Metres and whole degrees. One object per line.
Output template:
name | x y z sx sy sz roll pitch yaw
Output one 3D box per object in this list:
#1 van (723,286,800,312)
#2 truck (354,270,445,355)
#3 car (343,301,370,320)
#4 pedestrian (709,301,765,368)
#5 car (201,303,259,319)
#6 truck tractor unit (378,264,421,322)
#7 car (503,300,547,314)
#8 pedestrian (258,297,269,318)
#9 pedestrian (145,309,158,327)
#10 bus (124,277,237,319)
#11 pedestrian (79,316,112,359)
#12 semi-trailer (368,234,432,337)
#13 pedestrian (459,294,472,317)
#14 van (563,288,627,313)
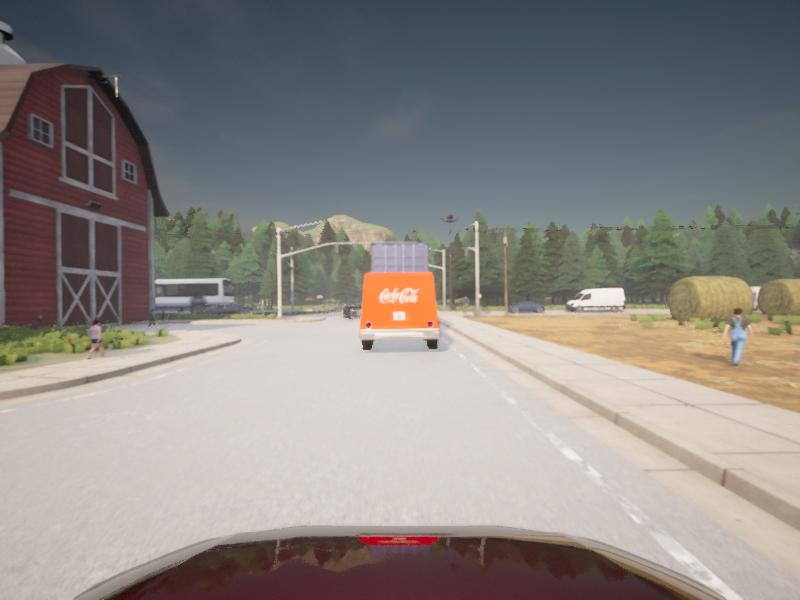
van | 35.995 -0.078 39.417 6.366 2.431 2.351 -1 0 1
truck | -0.016 0.369 14.373 2.627 2.467 5.204 -1 0 0
car | -3.795 0.873 34.580 1.789 1.549 3.705 1 -1 -15
pedestrian | 7.010 0.684 8.334 0.751 1.300 0.751 -1 0 -39
car | -17.067 1.097 40.395 4.902 1.511 2.128 -1 0 1
truck tractor unit | -0.025 -0.515 32.228 3.053 4.208 6.516 -1 0 0
car | 13.469 0.754 43.334 4.181 1.385 1.994 -1 0 1
pedestrian | -12.282 0.682 35.940 0.751 1.860 0.751 -1 0 -4
pedestrian | -15.286 1.113 24.603 0.500 1.100 0.500 -1 0 1
bus | -23.843 -0.184 43.973 10.273 4.253 3.944 -1 0 0
pedestrian | -8.113 0.988 10.669 0.500 1.100 0.500 -1 0 -3
semi-trailer | -0.009 -0.617 24.312 2.717 4.402 14.254 0 0 0
pedestrian | 5.377 0.422 32.720 0.751 1.860 0.751 -1 0 -19
van | 20.943 0.069 43.199 5.915 2.561 1.988 -1 0 1
